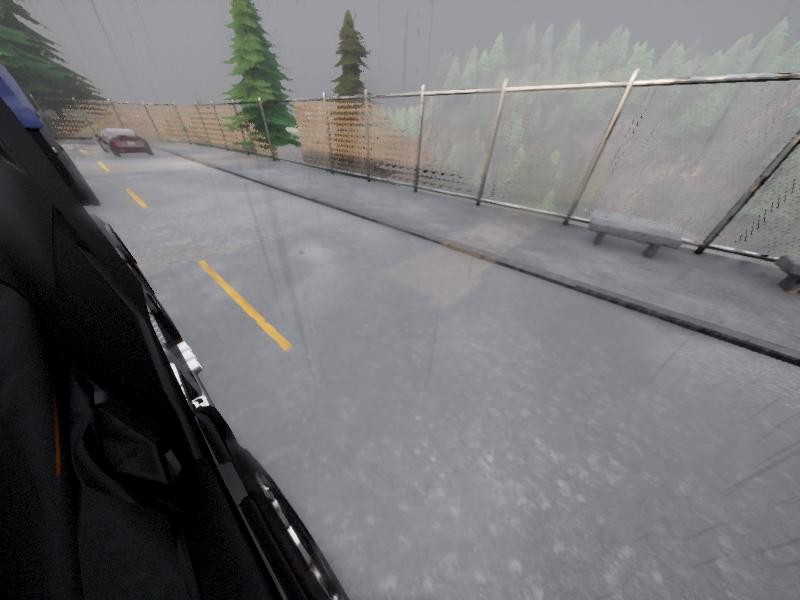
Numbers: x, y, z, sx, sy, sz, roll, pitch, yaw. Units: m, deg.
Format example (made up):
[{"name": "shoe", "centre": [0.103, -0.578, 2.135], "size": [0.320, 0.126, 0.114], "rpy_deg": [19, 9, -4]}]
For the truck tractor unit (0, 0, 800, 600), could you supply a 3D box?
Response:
[{"name": "truck tractor unit", "centre": [-2.645, -0.295, 0.351], "size": [6.516, 4.208, 3.053], "rpy_deg": [28, 44, 30]}]

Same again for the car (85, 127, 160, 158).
[{"name": "car", "centre": [-19.288, -11.000, 16.042], "size": [4.792, 1.488, 2.163], "rpy_deg": [25, 42, 27]}]

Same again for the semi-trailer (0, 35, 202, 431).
[{"name": "semi-trailer", "centre": [-8.736, -3.566, 4.210], "size": [14.254, 4.402, 2.717], "rpy_deg": [28, 43, 30]}]

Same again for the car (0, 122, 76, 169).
[{"name": "car", "centre": [-19.322, -8.163, 12.069], "size": [5.238, 1.638, 1.930], "rpy_deg": [27, 43, 29]}]
